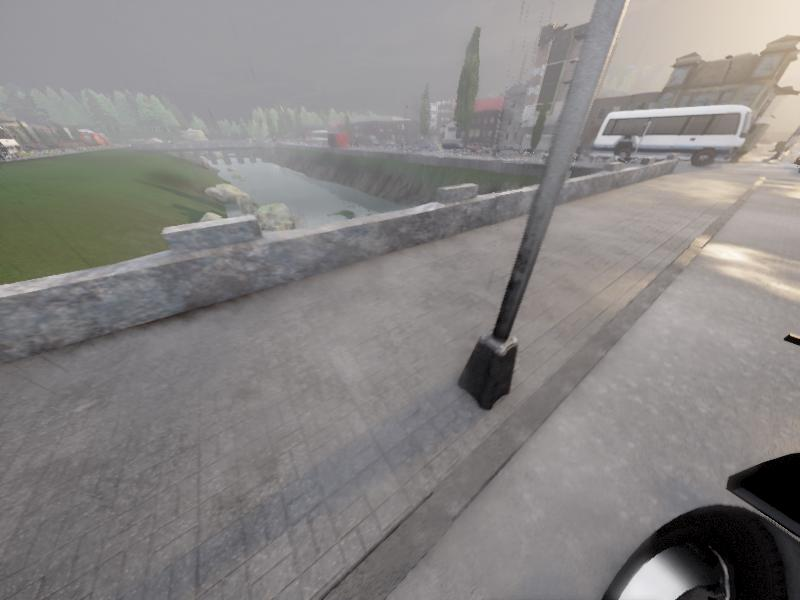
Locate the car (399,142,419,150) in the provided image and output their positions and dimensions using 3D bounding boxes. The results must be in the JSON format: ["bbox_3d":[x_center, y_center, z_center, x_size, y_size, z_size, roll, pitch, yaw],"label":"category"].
[{"bbox_3d":[1.883,-32.824,49.319,1.895,1.301,4.718,-22,41,-28],"label":"car"}]

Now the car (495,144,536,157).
[{"bbox_3d":[16.173,-21.107,32.593,1.895,1.301,4.718,-22,41,-28],"label":"car"}]

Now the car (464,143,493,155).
[{"bbox_3d":[12.474,-24.212,36.867,1.970,1.475,3.806,-22,41,-28],"label":"car"}]

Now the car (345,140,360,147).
[{"bbox_3d":[-14.039,-46.030,67.846,2.242,1.667,4.611,-22,41,-28],"label":"car"}]

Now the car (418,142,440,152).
[{"bbox_3d":[5.637,-29.820,44.875,1.816,1.474,4.193,-22,41,-28],"label":"car"}]

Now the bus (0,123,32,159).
[{"bbox_3d":[-60.238,-22.820,33.039,3.944,4.253,10.273,-22,41,-28],"label":"bus"}]

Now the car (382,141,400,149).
[{"bbox_3d":[-2.113,-36.160,53.952,1.812,1.442,4.674,-22,41,-28],"label":"car"}]

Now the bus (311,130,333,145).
[{"bbox_3d":[-28.599,-59.144,84.305,3.944,4.253,10.273,-22,41,-28],"label":"bus"}]

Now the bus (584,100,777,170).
[{"bbox_3d":[24.907,-15.332,21.773,3.944,4.253,10.273,-23,41,-29],"label":"bus"}]

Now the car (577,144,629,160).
[{"bbox_3d":[24.698,-18.169,28.298,1.994,1.385,4.181,-22,41,-28],"label":"car"}]

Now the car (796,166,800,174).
[{"bbox_3d":[30.373,-9.746,16.373,4.718,1.301,1.895,-22,41,-28],"label":"car"}]

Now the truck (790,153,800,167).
[{"bbox_3d":[37.341,-13.062,20.007,5.204,2.467,2.627,-22,41,-28],"label":"truck"}]

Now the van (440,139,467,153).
[{"bbox_3d":[9.256,-27.061,40.490,1.775,1.987,4.442,-22,41,-28],"label":"van"}]

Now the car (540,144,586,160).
[{"bbox_3d":[19.817,-18.187,28.267,1.970,1.475,3.806,-22,41,-28],"label":"car"}]

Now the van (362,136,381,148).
[{"bbox_3d":[-7.377,-40.918,59.788,1.988,2.561,5.915,-22,41,-28],"label":"van"}]

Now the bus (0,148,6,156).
[{"bbox_3d":[-65.041,-22.983,33.305,3.944,4.253,10.273,-22,41,-28],"label":"bus"}]
